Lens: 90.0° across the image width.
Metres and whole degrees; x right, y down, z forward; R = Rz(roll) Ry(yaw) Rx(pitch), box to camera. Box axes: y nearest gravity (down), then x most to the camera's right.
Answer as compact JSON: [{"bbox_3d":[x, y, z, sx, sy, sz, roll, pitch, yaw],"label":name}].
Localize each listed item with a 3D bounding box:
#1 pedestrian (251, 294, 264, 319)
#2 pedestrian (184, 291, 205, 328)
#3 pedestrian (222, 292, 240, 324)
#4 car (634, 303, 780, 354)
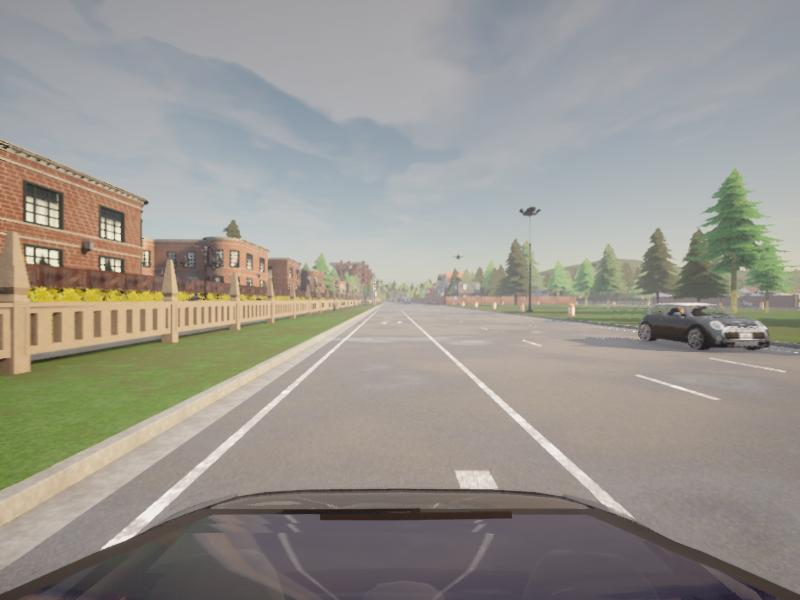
[{"bbox_3d":[-10.525,0.468,29.593,0.751,1.860,0.751,0,0,-2],"label":"pedestrian"},{"bbox_3d":[-10.486,0.473,20.431,0.751,1.860,0.751,0,0,-3],"label":"pedestrian"},{"bbox_3d":[-9.853,0.471,23.386,0.751,1.860,0.751,0,0,-1],"label":"pedestrian"},{"bbox_3d":[10.117,0.845,13.630,1.970,1.475,3.806,0,0,-2],"label":"car"}]
